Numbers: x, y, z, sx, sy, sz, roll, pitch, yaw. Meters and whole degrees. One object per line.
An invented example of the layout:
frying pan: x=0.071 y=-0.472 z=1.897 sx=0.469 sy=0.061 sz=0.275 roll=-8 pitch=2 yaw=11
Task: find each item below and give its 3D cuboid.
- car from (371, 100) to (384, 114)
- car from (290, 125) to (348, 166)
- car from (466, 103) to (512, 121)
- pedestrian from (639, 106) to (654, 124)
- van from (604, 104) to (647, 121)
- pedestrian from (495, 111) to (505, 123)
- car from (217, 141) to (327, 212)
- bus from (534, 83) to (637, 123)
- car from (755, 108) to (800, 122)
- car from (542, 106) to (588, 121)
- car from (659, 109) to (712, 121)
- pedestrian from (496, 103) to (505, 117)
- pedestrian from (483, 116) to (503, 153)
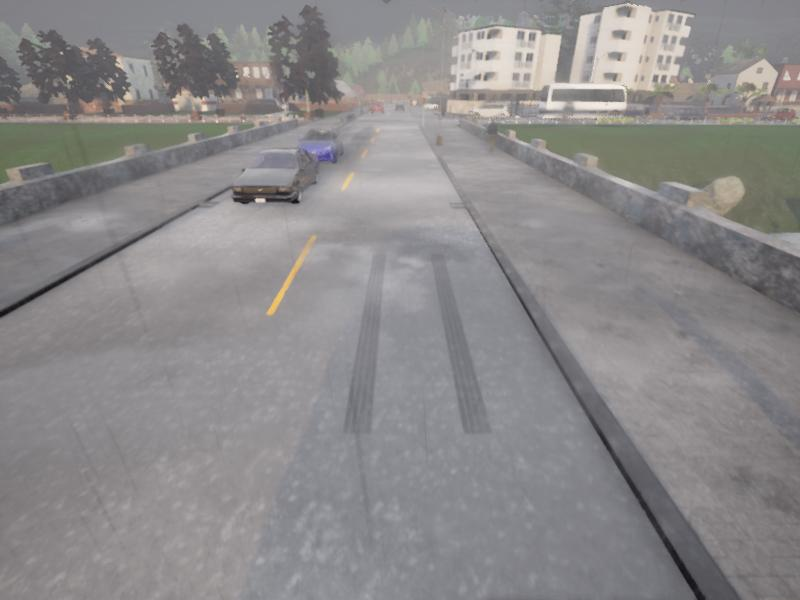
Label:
car: x=-4.005 y=-34.659 z=71.840 sx=2.150 sy=2.045 sz=5.566 roll=0 pitch=27 yaw=0
car: x=-4.005 y=-8.034 z=20.573 sx=2.007 sy=1.525 sz=4.514 roll=0 pitch=27 yaw=0
car: x=11.844 y=-25.324 z=53.770 sx=5.566 sy=2.045 sz=2.150 roll=0 pitch=27 yaw=0
pedestrian: x=28.078 y=-21.082 z=45.536 sx=0.751 sy=1.860 sz=0.751 roll=0 pitch=27 yaw=0
van: x=30.284 y=-25.246 z=53.798 sx=4.442 sy=1.987 sz=1.775 roll=0 pitch=27 yaw=0
pedestrian: x=11.401 y=-20.878 z=45.644 sx=0.751 sy=1.300 sz=0.751 roll=0 pitch=27 yaw=0
car: x=-3.993 y=-4.400 z=13.645 sx=2.033 sy=1.411 sz=5.357 roll=0 pitch=27 yaw=0
bus: x=22.764 y=-24.502 z=49.824 sx=10.273 sy=4.253 sz=3.944 roll=0 pitch=27 yaw=0
car: x=50.909 y=-24.983 z=53.923 sx=3.988 sy=1.617 sz=1.851 roll=0 pitch=27 yaw=0
car: x=22.160 y=-25.116 z=53.870 sx=5.238 sy=1.638 sz=1.930 roll=0 pitch=27 yaw=0
car: x=38.452 y=-24.965 z=53.939 sx=5.357 sy=1.411 sz=2.033 roll=0 pitch=27 yaw=0
pedestrian: x=14.695 y=-27.857 z=58.617 sx=0.751 sy=1.860 sz=0.751 roll=-7 pitch=28 yaw=-15
pedestrian: x=5.116 y=-9.149 z=22.158 sx=0.751 sy=1.860 sz=0.751 roll=0 pitch=27 yaw=0
